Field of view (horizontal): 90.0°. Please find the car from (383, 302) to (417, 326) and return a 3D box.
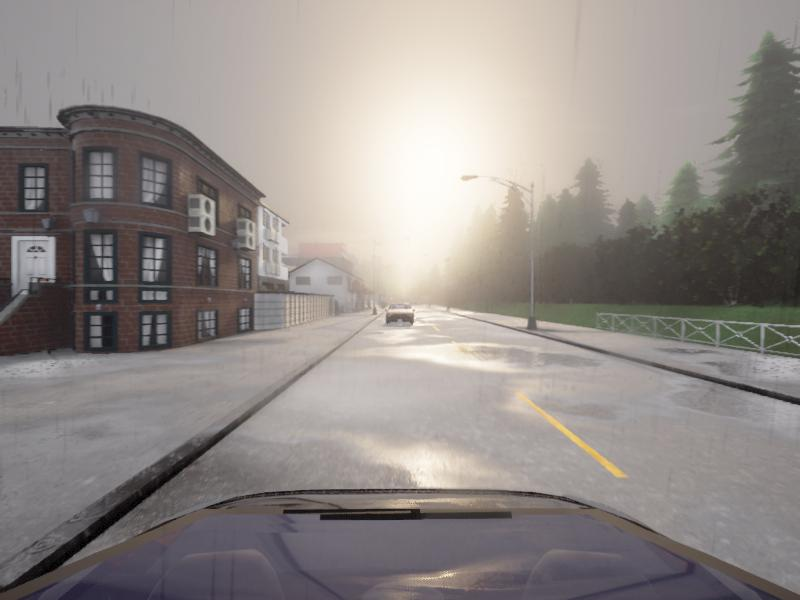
[{"bbox_3d":[-0.003,0.891,27.191,2.033,1.411,5.357,0,0,0],"label":"car"}]
